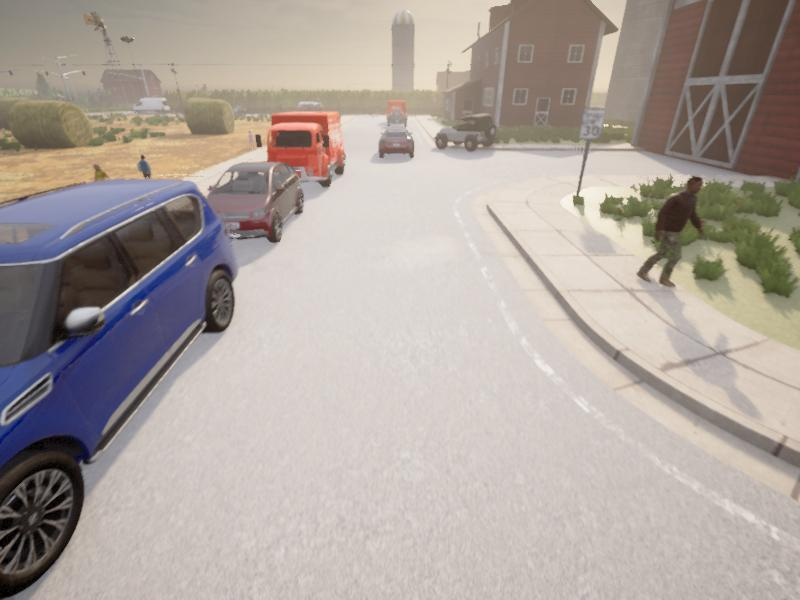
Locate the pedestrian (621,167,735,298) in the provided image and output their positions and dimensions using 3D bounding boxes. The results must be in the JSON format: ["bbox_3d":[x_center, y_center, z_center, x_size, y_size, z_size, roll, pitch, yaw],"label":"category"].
[{"bbox_3d":[4.382,-1.091,6.430,0.751,1.860,0.751,-11,29,-21],"label":"pedestrian"}]

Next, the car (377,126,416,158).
[{"bbox_3d":[-0.197,-9.113,22.901,1.994,1.385,4.181,0,26,0],"label":"car"}]

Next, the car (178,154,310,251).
[{"bbox_3d":[-3.604,-2.602,10.069,1.789,1.549,3.705,0,27,0],"label":"car"}]

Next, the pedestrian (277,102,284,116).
[{"bbox_3d":[-18.235,-29.083,61.004,0.751,1.860,0.751,-1,27,-2],"label":"pedestrian"}]

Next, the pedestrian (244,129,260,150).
[{"bbox_3d":[-8.687,-9.421,23.478,0.500,1.100,0.500,8,28,16],"label":"pedestrian"}]

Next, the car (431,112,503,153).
[{"bbox_3d":[3.970,-10.163,24.153,1.905,1.878,3.866,-28,36,-34],"label":"car"}]

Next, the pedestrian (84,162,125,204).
[{"bbox_3d":[-8.673,-3.436,11.788,0.500,1.100,0.500,3,27,6],"label":"pedestrian"}]

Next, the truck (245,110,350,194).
[{"bbox_3d":[-3.641,-5.978,15.655,2.627,2.467,5.204,0,27,0],"label":"truck"}]

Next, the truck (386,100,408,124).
[{"bbox_3d":[-0.364,-23.616,50.118,2.627,2.467,5.204,0,27,0],"label":"truck"}]

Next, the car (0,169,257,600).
[{"bbox_3d":[-3.559,0.201,4.054,2.150,2.045,5.566,0,27,0],"label":"car"}]

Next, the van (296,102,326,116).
[{"bbox_3d":[-14.804,-31.927,66.824,4.480,2.038,2.069,0,27,0],"label":"van"}]

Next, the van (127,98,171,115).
[{"bbox_3d":[-43.824,-33.951,70.090,5.915,2.561,1.988,0,27,2],"label":"van"}]

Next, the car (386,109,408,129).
[{"bbox_3d":[-0.313,-19.477,42.970,2.152,1.651,5.027,0,27,0],"label":"car"}]

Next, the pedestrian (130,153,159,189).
[{"bbox_3d":[-8.729,-4.412,13.693,0.500,1.100,0.500,-9,28,-17],"label":"pedestrian"}]

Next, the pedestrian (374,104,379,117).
[{"bbox_3d":[-3.702,-29.947,63.110,0.751,1.860,0.751,0,27,0],"label":"pedestrian"}]

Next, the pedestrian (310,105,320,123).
[{"bbox_3d":[-9.670,-21.178,45.606,0.751,1.860,0.751,0,27,1],"label":"pedestrian"}]

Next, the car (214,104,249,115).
[{"bbox_3d":[-29.501,-33.378,70.170,4.974,1.542,2.038,1,27,0],"label":"car"}]
